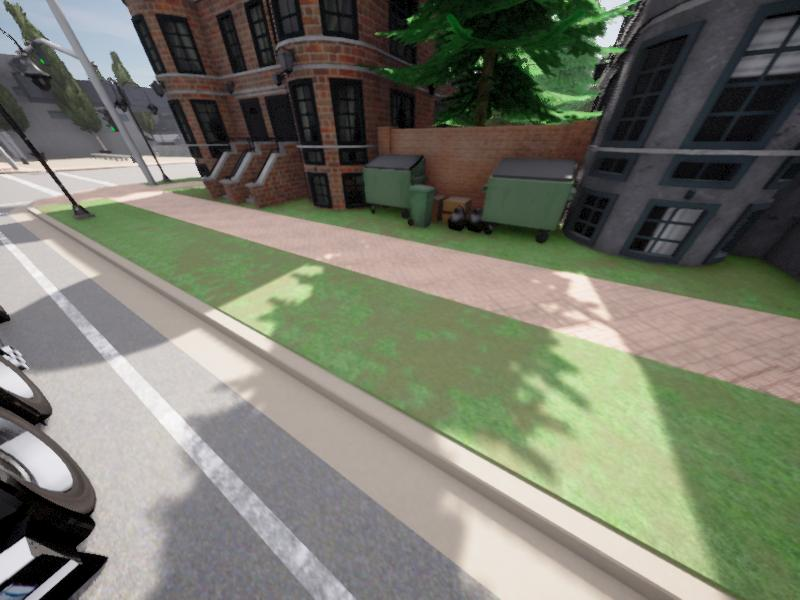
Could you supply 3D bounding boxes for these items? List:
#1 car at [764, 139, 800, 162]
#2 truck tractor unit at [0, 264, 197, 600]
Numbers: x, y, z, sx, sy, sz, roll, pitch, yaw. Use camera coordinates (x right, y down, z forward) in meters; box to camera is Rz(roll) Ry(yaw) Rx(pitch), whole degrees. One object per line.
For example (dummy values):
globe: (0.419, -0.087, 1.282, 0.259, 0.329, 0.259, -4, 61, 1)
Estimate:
car: (46.471, -17.227, 26.530, 2.150, 2.045, 5.566, 13, 37, 18)
truck tractor unit: (-5.118, -0.291, 0.791, 6.516, 4.208, 3.053, 18, 39, 24)
